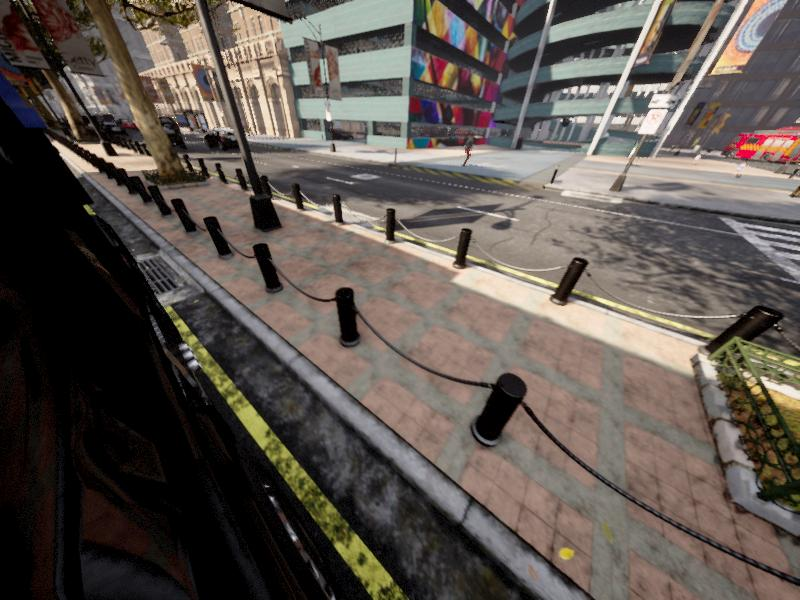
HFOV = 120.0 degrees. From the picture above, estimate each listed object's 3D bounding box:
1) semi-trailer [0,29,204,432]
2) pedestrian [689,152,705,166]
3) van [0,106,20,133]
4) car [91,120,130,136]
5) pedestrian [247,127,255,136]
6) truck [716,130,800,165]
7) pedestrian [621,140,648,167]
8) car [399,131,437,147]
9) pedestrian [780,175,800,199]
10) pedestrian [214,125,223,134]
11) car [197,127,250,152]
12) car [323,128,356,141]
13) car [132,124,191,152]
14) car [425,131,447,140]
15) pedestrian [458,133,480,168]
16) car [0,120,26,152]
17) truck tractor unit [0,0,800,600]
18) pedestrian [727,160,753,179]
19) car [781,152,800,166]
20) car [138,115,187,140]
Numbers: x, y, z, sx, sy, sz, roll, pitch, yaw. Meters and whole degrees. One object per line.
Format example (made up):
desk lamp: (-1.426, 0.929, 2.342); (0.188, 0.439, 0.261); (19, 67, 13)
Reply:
semi-trailer: (-8.823, -3.526, 4.089); (14.254, 4.402, 2.717); (27, 43, 28)
pedestrian: (30.058, -14.260, 23.381); (0.500, 1.100, 0.500); (31, 45, 32)
van: (-44.738, -19.942, 25.226); (6.366, 2.431, 2.351); (26, 43, 28)
car: (-34.699, -20.624, 27.673); (4.181, 1.385, 1.994); (26, 43, 28)
pedestrian: (-21.996, -24.907, 34.131); (0.500, 1.100, 0.500); (15, 38, 15)
truck: (55.642, -23.366, 35.187); (2.891, 3.827, 8.468); (5, 37, 3)
pedestrian: (20.270, -12.670, 19.992); (0.751, 1.860, 0.751); (19, 40, 20)
car: (2.426, -22.900, 32.815); (4.902, 1.511, 2.128); (26, 43, 28)
pedestrian: (19.197, -5.737, 10.700); (0.751, 1.860, 0.751); (-22, 44, -30)
pedestrian: (-27.973, -26.316, 35.614); (0.500, 1.100, 0.500); (24, 42, 26)
car: (-14.831, -13.533, 19.453); (3.806, 1.475, 1.970); (26, 43, 28)
car: (-9.276, -25.502, 35.576); (4.786, 1.482, 2.161); (26, 43, 28)
car: (-19.008, -12.945, 18.385); (4.892, 1.490, 1.837); (27, 43, 28)
car: (8.618, -39.474, 55.344); (4.514, 1.523, 2.007); (26, 43, 28)
pedestrian: (4.468, -9.686, 14.988); (0.751, 1.860, 0.751); (29, 44, 30)
car: (-26.082, -10.366, 14.500); (4.792, 1.488, 2.163); (26, 43, 28)
truck tractor unit: (-2.645, -0.295, 0.351); (6.516, 4.208, 3.053); (28, 44, 30)
pedestrian: (23.766, -9.126, 16.139); (0.500, 1.100, 0.500); (-23, 44, -30)
car: (58.380, -19.687, 32.457); (2.128, 1.511, 4.902); (7, 37, 6)
car: (-27.554, -20.036, 26.797); (5.566, 2.045, 2.150); (27, 43, 28)
